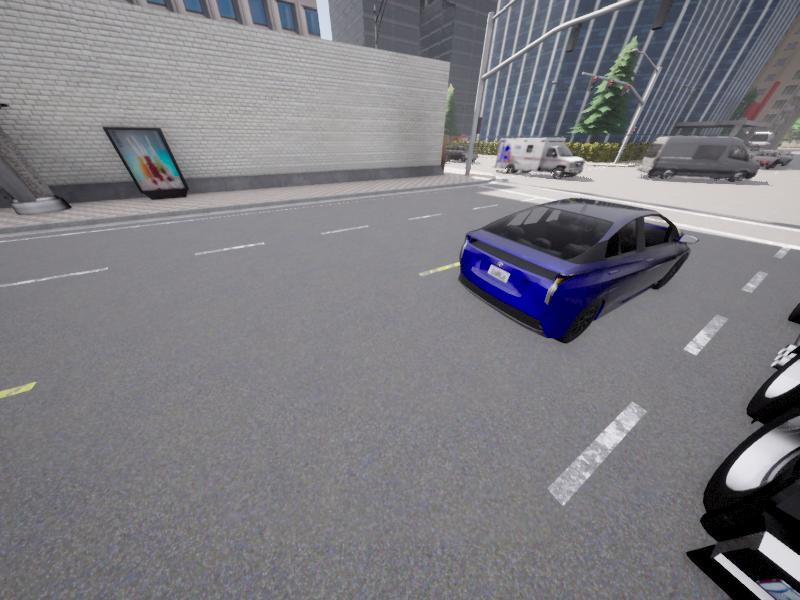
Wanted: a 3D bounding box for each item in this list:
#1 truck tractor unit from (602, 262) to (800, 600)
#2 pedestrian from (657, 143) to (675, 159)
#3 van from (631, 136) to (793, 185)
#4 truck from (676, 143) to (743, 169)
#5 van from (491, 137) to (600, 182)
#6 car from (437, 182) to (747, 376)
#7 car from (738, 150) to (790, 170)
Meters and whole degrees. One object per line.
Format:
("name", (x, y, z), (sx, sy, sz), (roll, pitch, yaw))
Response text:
("truck tractor unit", (5.106, -0.305, 0.787), (6.516, 4.208, 3.053), (-18, 39, -24))
("pedestrian", (35.920, -20.132, 31.227), (0.751, 1.860, 0.751), (-20, 40, -27))
("van", (20.670, -9.689, 15.891), (5.915, 2.561, 1.988), (12, 37, 16))
("truck", (32.934, -15.450, 24.584), (6.274, 2.098, 2.390), (-18, 39, -24))
("van", (10.487, -10.855, 17.611), (2.351, 2.431, 6.366), (-18, 38, -24))
("car", (3.120, -0.868, 3.931), (4.514, 1.525, 2.007), (-18, 39, -24))
("car", (36.239, -13.962, 23.018), (4.193, 1.474, 1.816), (-18, 39, -24))
